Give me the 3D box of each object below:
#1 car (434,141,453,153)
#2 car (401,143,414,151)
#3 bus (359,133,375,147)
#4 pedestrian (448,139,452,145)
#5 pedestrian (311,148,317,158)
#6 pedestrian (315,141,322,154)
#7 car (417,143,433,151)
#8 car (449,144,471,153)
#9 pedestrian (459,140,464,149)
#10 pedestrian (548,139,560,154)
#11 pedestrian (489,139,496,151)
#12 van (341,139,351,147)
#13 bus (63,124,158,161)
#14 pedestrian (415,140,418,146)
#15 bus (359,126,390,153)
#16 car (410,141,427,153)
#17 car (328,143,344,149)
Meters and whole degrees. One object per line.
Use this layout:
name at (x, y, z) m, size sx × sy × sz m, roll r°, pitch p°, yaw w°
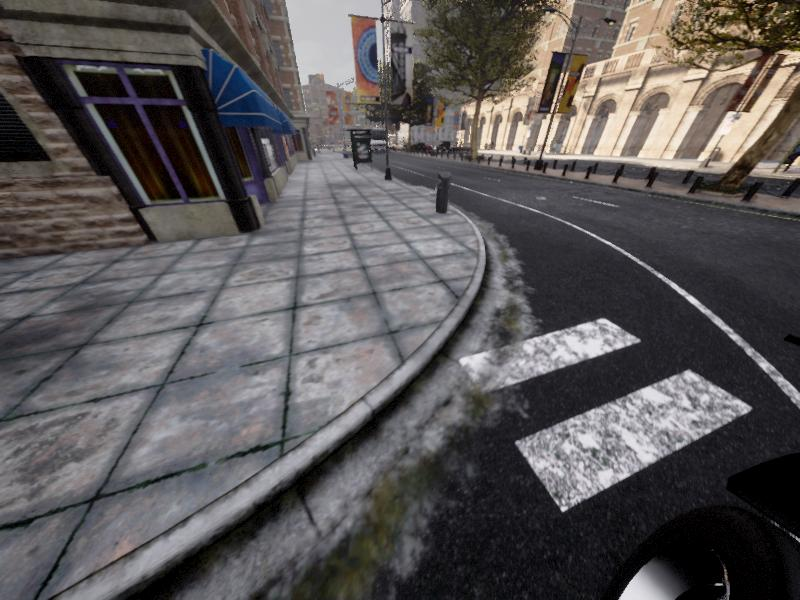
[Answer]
car at (8.407, -29.696, 44.778) m, size 1.905 × 1.878 × 3.866 m, roll -11°, pitch 36°, yaw -14°
car at (1.645, -35.040, 52.846) m, size 1.845 × 1.501 × 3.633 m, roll -11°, pitch 36°, yaw -14°
bus at (-12.869, -61.747, 88.950) m, size 3.944 × 4.253 × 10.273 m, roll -11°, pitch 36°, yaw -14°
pedestrian at (19.050, -60.122, 87.982) m, size 0.751 × 1.860 × 0.751 m, roll -14°, pitch 37°, yaw -18°
pedestrian at (-12.172, -20.864, 32.768) m, size 0.500 × 1.100 × 0.500 m, roll -12°, pitch 37°, yaw -16°
pedestrian at (-14.360, -26.835, 40.694) m, size 0.751 × 1.860 × 0.751 m, roll -11°, pitch 36°, yaw -15°
car at (5.558, -34.558, 52.244) m, size 1.994 × 1.385 × 4.181 m, roll -11°, pitch 36°, yaw -14°
car at (11.709, -29.674, 45.216) m, size 1.895 × 1.301 × 4.718 m, roll -11°, pitch 36°, yaw -14°
pedestrian at (15.103, -38.333, 56.793) m, size 0.751 × 1.860 × 0.751 m, roll -11°, pitch 36°, yaw -14°
pedestrian at (24.524, -24.433, 36.740) m, size 0.751 × 1.860 × 0.751 m, roll -11°, pitch 36°, yaw -14°
pedestrian at (18.374, -30.748, 45.876) m, size 0.751 × 1.860 × 0.751 m, roll -11°, pitch 36°, yaw -15°
van at (-20.733, -60.231, 88.474) m, size 2.351 × 2.431 × 6.366 m, roll -11°, pitch 36°, yaw -14°
bus at (-44.353, -24.760, 36.331) m, size 3.944 × 4.253 × 10.273 m, roll -11°, pitch 36°, yaw -14°
pedestrian at (6.345, -59.113, 86.703) m, size 0.751 × 1.860 × 0.751 m, roll -14°, pitch 37°, yaw -18°
bus at (-5.599, -33.937, 48.983) m, size 3.944 × 4.253 × 10.273 m, roll -11°, pitch 36°, yaw -15°
car at (3.679, -31.540, 47.497) m, size 1.932 × 1.855 × 4.605 m, roll -11°, pitch 36°, yaw -14°
car at (-19.905, -47.906, 71.781) m, size 4.718 × 1.301 × 1.895 m, roll -11°, pitch 36°, yaw -14°
